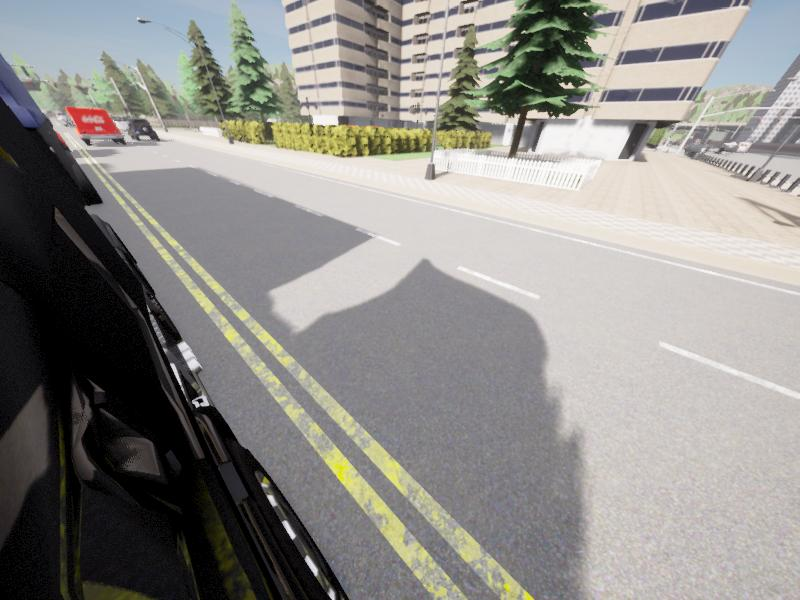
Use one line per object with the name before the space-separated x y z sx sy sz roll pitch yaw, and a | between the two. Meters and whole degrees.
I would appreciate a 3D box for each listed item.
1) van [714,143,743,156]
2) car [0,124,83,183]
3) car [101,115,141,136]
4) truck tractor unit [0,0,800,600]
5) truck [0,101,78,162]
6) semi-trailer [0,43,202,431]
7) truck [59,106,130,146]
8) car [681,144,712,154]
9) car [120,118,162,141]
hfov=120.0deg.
van | 68.558 -31.505 48.318 2.069 2.038 4.480 28 44 30
car | -15.843 -6.288 9.681 4.611 1.667 2.242 28 44 30
car | -37.399 -23.444 30.974 5.566 2.045 2.150 28 44 30
truck tractor unit | -2.645 -0.295 0.351 6.516 4.208 3.053 28 44 30
truck | -21.501 -9.651 13.151 5.204 2.467 2.627 28 44 30
semi-trailer | -8.696 -3.605 4.232 14.254 4.402 2.717 28 44 30
truck | -26.716 -15.182 20.213 5.204 2.467 2.627 28 43 30
car | 64.712 -32.994 50.432 4.974 1.542 2.038 -9 38 -16
car | -27.697 -18.205 24.691 3.866 1.878 1.905 27 43 31
